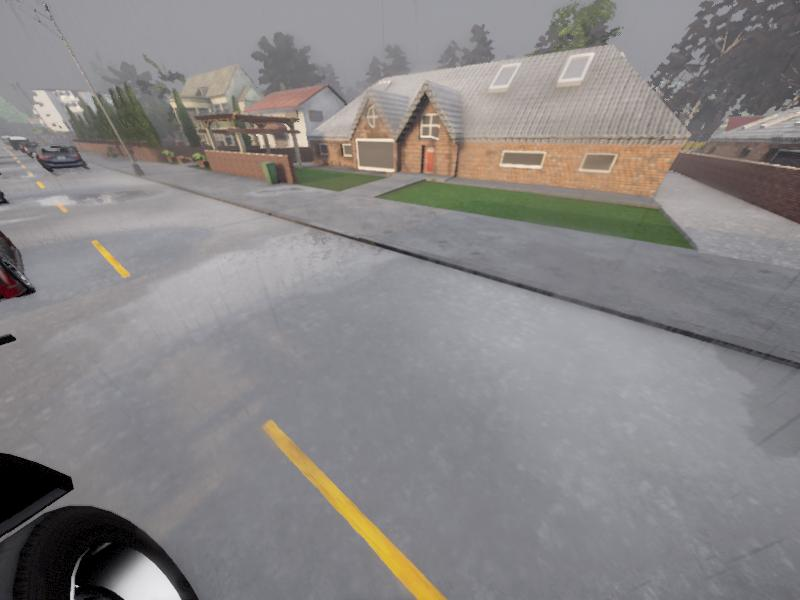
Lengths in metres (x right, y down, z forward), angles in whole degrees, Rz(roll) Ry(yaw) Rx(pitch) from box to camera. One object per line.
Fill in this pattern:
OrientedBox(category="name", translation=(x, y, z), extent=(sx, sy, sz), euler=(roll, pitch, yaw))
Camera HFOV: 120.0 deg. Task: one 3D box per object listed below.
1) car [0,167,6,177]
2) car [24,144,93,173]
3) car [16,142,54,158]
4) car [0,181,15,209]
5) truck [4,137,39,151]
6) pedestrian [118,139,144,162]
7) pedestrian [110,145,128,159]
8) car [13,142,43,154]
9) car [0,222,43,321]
OrientedBox(category="car", translation=(-28.625, -9.077, 15.306), extent=(4.514, 1.525, 2.007), euler=(22, 41, 28))
OrientedBox(category="car", translation=(-27.553, -11.509, 18.641), extent=(4.611, 1.667, 2.242), euler=(22, 41, 28))
OrientedBox(category="car", translation=(-46.735, -19.263, 29.586), extent=(3.988, 1.617, 1.851), euler=(22, 41, 28))
OrientedBox(category="car", translation=(-17.348, -4.505, 8.884), extent=(4.514, 1.525, 2.007), euler=(22, 41, 28))
OrientedBox(category="truck", translation=(-68.871, -28.440, 42.047), extent=(6.274, 2.098, 2.390), euler=(22, 41, 28))
OrientedBox(category="pedestrian", translation=(-26.973, -14.981, 23.190), extent=(0.751, 1.860, 0.751), euler=(18, 39, 24))
OrientedBox(category="pedestrian", translation=(-32.500, -17.154, 26.727), extent=(0.751, 1.300, 0.751), euler=(20, 39, 25))
OrientedBox(category="car", translation=(-58.101, -23.815, 36.093), extent=(4.193, 1.474, 1.816), euler=(22, 41, 28))
OrientedBox(category="car", translation=(-8.051, -0.672, 3.634), extent=(4.181, 1.385, 1.994), euler=(22, 41, 28))
